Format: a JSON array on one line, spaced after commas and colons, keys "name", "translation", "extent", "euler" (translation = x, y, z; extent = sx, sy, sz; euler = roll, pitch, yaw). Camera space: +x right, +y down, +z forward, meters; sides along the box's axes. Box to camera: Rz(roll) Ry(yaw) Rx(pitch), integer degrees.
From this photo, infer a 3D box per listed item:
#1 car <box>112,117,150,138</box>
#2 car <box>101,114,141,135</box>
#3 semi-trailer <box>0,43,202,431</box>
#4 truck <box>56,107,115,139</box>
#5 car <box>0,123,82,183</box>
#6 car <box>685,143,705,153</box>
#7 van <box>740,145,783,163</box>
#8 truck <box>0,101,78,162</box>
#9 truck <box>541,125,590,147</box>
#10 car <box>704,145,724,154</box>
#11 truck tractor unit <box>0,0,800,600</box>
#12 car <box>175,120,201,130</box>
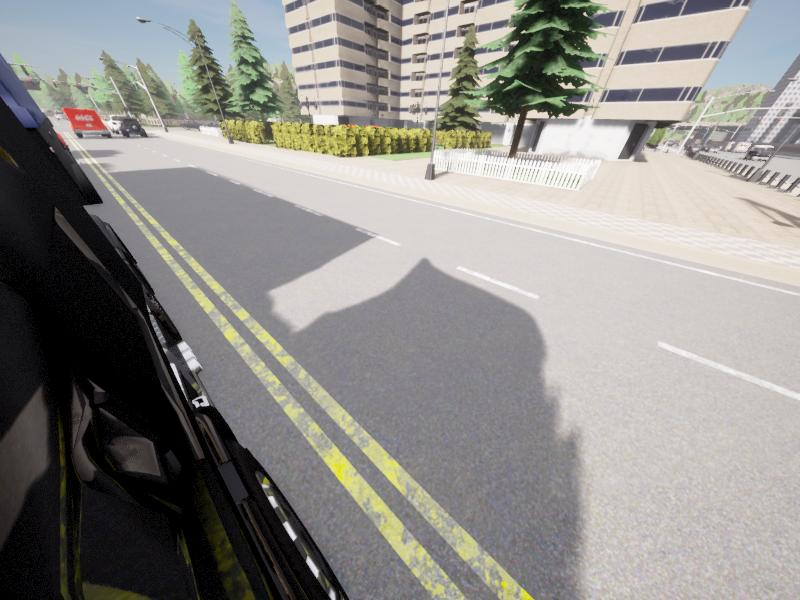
[{"name": "car", "translation": [-31.992, -20.532, 27.476], "extent": [3.866, 1.878, 1.905], "euler": [28, 44, 30]}, {"name": "car", "translation": [-37.401, -23.489, 30.956], "extent": [5.566, 2.045, 2.150], "euler": [28, 44, 30]}, {"name": "semi-trailer", "translation": [-8.694, -3.610, 4.228], "extent": [14.254, 4.402, 2.717], "euler": [28, 44, 30]}, {"name": "truck", "translation": [-33.525, -18.851, 24.650], "extent": [5.204, 2.467, 2.627], "euler": [28, 44, 30]}, {"name": "car", "translation": [-15.843, -6.300, 9.675], "extent": [4.611, 1.667, 2.242], "euler": [28, 44, 30]}, {"name": "car", "translation": [73.086, -37.710, 57.256], "extent": [2.033, 1.649, 4.856], "euler": [28, 44, 30]}, {"name": "van", "translation": [55.724, -22.685, 35.764], "extent": [2.069, 2.038, 4.480], "euler": [28, 44, 30]}, {"name": "truck", "translation": [-21.390, -9.608, 13.067], "extent": [5.204, 2.467, 2.627], "euler": [28, 44, 30]}, {"name": "truck", "translation": [39.348, -39.306, 55.343], "extent": [8.468, 3.827, 2.891], "euler": [28, 44, 30]}, {"name": "car", "translation": [76.884, -37.005, 56.651], "extent": [1.851, 1.617, 3.988], "euler": [28, 44, 30]}, {"name": "truck tractor unit", "translation": [-2.645, -0.295, 0.351], "extent": [6.516, 4.208, 3.053], "euler": [28, 44, 30]}, {"name": "car", "translation": [-46.693, -38.651, 51.025], "extent": [1.845, 1.501, 3.633], "euler": [28, 44, 30]}]
